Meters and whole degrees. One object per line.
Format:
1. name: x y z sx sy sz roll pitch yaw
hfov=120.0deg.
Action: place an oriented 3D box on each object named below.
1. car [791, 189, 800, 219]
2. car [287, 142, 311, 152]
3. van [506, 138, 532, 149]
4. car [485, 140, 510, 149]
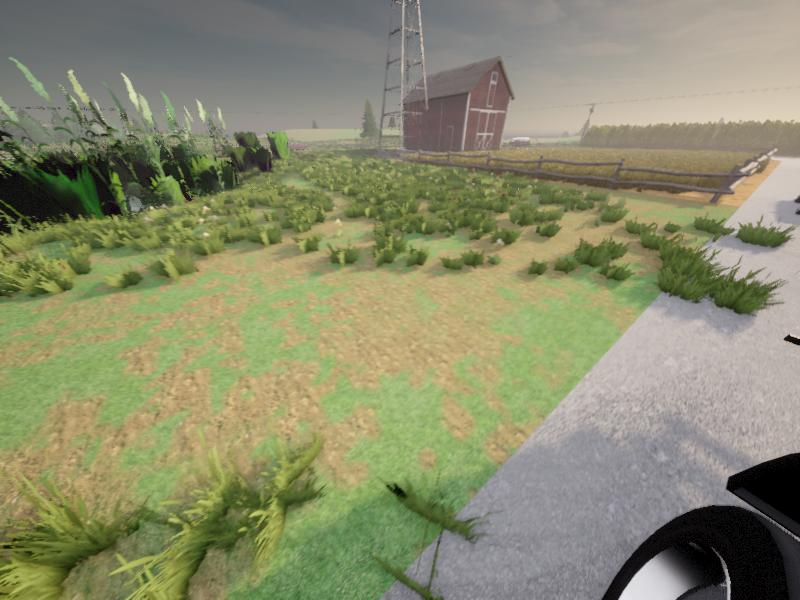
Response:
1. car: 15.458 -3.615 7.788 4.718 1.301 1.895 -23 41 -29
2. car: -19.966 -30.150 45.525 3.806 1.475 1.970 -18 39 -23
3. van: 27.133 -35.798 52.683 2.069 2.038 4.480 -22 41 -28
4. car: 22.573 -36.152 53.605 2.038 1.542 4.974 -22 41 -28
